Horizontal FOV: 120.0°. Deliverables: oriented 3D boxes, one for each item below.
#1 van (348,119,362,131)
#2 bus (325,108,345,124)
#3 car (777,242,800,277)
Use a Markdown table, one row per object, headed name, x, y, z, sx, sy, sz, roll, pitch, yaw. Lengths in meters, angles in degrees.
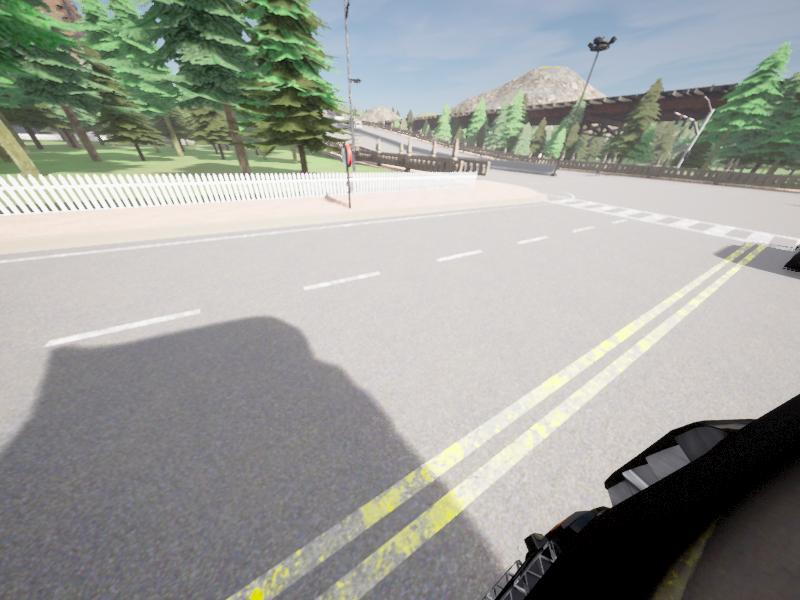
| name | x | y | z | sx | sy | sz | roll | pitch | yaw |
| --- | --- | --- | --- | --- | --- | --- | --- | --- | --- |
| van | -14.993 | -58.465 | 77.049 | 2.351 | 2.431 | 6.366 | -17 | 46 | -27 |
| bus | -24.933 | -70.461 | 88.497 | 3.944 | 4.253 | 10.273 | -17 | 43 | -27 |
| car | 12.031 | -1.490 | 5.594 | 4.553 | 1.767 | 2.097 | -16 | 38 | -26 |
